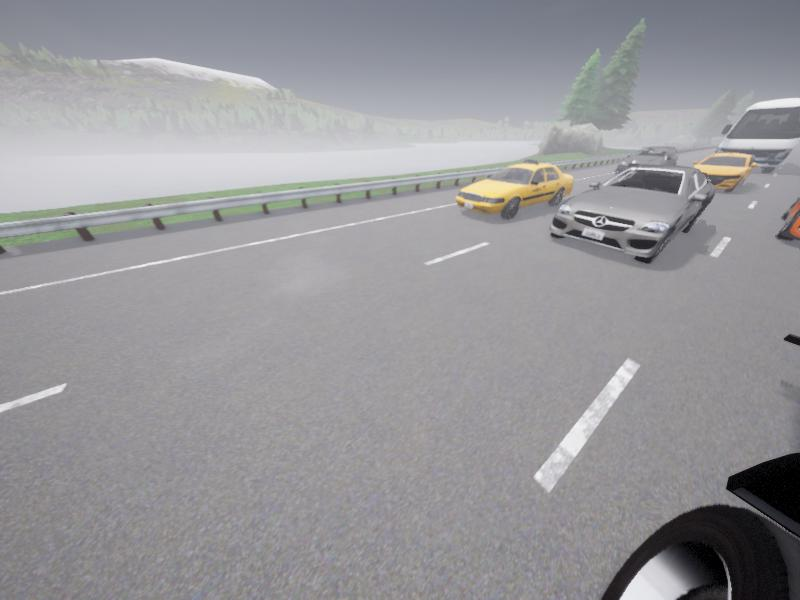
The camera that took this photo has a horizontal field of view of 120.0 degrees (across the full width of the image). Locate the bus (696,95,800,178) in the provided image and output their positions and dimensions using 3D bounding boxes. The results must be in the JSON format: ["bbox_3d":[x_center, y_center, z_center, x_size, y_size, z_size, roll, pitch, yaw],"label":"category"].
[{"bbox_3d":[28.032,-12.386,17.563,10.273,4.253,3.944,-22,41,-28],"label":"bus"}]

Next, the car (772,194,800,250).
[{"bbox_3d":[11.699,-2.350,5.594,4.553,1.767,2.097,-22,41,-28],"label":"car"}]

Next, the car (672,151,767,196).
[{"bbox_3d":[16.388,-6.617,11.830,5.008,1.535,1.882,-22,41,-28],"label":"car"}]

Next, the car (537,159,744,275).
[{"bbox_3d":[6.267,-2.532,6.038,5.027,1.651,2.152,-22,41,-28],"label":"car"}]

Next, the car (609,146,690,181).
[{"bbox_3d":[16.625,-9.230,15.420,4.611,1.667,2.242,-22,41,-28],"label":"car"}]

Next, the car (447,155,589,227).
[{"bbox_3d":[4.404,-4.219,8.482,5.366,1.575,1.801,-22,41,-28],"label":"car"}]
